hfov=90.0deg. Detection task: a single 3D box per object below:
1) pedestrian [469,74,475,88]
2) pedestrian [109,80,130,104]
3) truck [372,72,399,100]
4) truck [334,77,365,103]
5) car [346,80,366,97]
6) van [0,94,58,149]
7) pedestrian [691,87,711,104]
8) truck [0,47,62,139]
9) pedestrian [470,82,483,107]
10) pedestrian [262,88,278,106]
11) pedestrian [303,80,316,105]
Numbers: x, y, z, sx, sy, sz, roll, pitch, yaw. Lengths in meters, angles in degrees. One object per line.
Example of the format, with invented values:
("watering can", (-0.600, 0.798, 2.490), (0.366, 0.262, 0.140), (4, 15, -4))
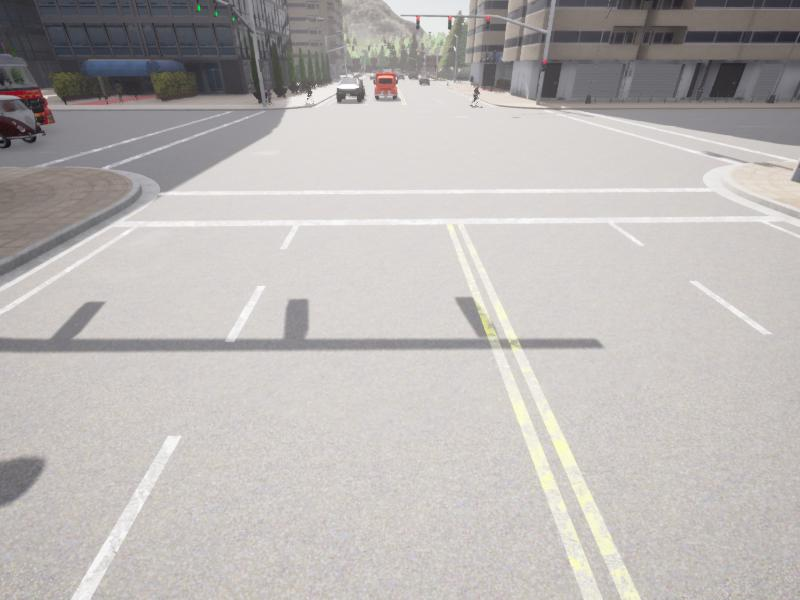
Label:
("pedestrian", (11.158, -34.088, 62.187), (0.751, 1.860, 0.751), (1, 30, 1))
("pedestrian", (-24.297, -18.021, 34.669), (0.751, 1.860, 0.751), (-7, 31, -12))
("truck", (-1.524, -22.950, 42.861), (2.627, 2.467, 5.204), (-1, 30, -1))
("truck", (-4.964, -21.264, 40.341), (2.390, 2.098, 6.274), (-1, 30, -1))
("car", (-5.103, -24.991, 47.235), (1.801, 1.575, 5.366), (-1, 30, -1))
("van", (-18.069, -7.700, 17.225), (4.442, 1.987, 1.775), (-1, 30, -2))
("pedestrian", (26.314, -17.890, 35.014), (0.751, 1.300, 0.751), (-1, 30, -1))
("truck", (-22.770, -10.174, 19.638), (8.468, 3.827, 2.891), (-1, 30, -2))
("pedestrian", (6.500, -17.564, 34.197), (0.751, 1.860, 0.751), (-2, 30, -3))
("pedestrian", (-10.851, -16.952, 33.397), (0.751, 1.300, 0.751), (11, 32, 18))
("pedestrian", (-7.712, -17.703, 34.130), (0.751, 1.860, 0.751), (3, 30, 6))
